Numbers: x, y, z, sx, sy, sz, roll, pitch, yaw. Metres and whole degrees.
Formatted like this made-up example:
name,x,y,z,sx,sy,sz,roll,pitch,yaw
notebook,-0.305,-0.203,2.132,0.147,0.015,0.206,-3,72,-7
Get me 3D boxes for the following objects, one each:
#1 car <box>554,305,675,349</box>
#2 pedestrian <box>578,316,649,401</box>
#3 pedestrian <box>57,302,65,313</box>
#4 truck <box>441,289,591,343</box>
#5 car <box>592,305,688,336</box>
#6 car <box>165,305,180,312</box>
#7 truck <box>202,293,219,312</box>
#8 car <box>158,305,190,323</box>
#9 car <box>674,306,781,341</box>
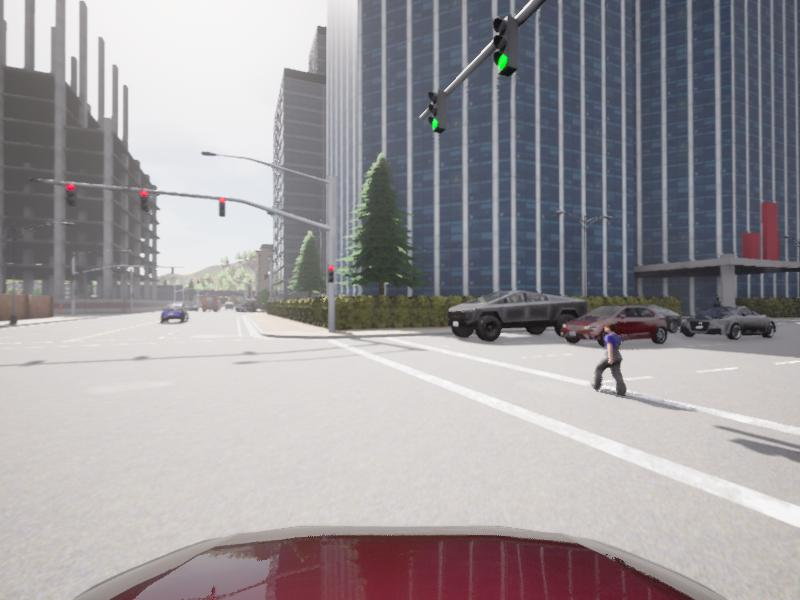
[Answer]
name,x,y,z,sx,sy,sz,roll,pitch,yaw
car,8.178,0.930,15.268,4.193,1.474,1.816,0,-1,-22
pedestrian,3.599,0.933,6.776,0.751,1.300,0.751,0,-1,-24
pedestrian,-57.656,1.249,68.064,0.751,1.860,0.751,0,-1,-20
truck,5.193,0.648,17.836,6.274,2.098,2.390,0,-1,-22
car,12.474,0.981,20.797,4.674,1.442,1.812,0,-1,-22
car,-46.522,1.736,81.768,2.033,1.411,5.357,0,-1,-22
truck,-40.602,0.544,85.803,2.891,3.827,8.468,0,-1,-22
car,-20.100,1.212,35.760,2.007,1.525,4.514,0,-1,-22
car,14.657,0.988,17.917,4.181,1.385,1.994,0,-1,-23
